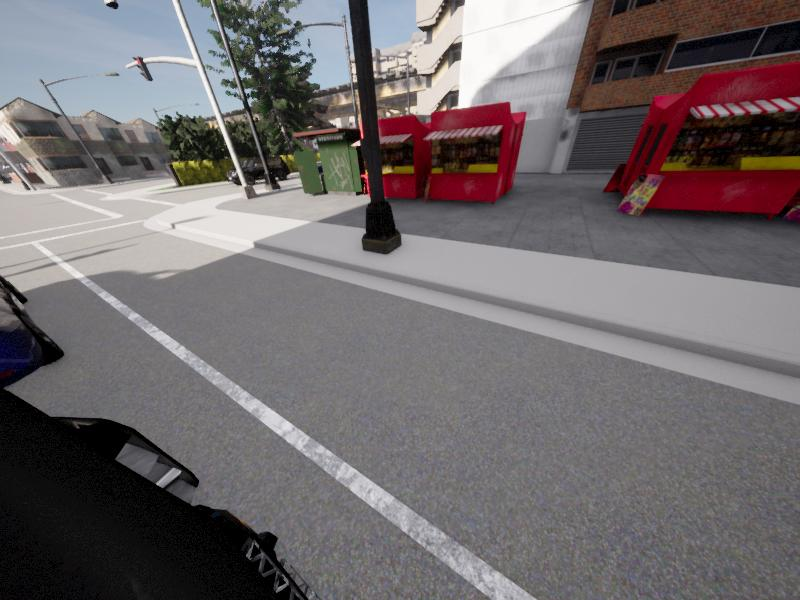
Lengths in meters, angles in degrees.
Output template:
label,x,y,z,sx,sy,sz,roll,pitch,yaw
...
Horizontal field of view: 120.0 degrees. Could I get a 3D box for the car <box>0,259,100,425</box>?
label,x,y,z,sx,sy,sz,roll,pitch,yaw
car,-6.372,0.263,2.730,4.792,1.488,2.163,15,38,26

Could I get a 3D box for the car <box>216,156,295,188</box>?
label,x,y,z,sx,sy,sz,roll,pitch,yaw
car,-13.016,-11.968,21.369,2.150,2.045,5.566,15,38,27

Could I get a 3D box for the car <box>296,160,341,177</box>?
label,x,y,z,sx,sy,sz,roll,pitch,yaw
car,-9.316,-15.294,26.769,1.895,1.301,4.718,15,38,27
